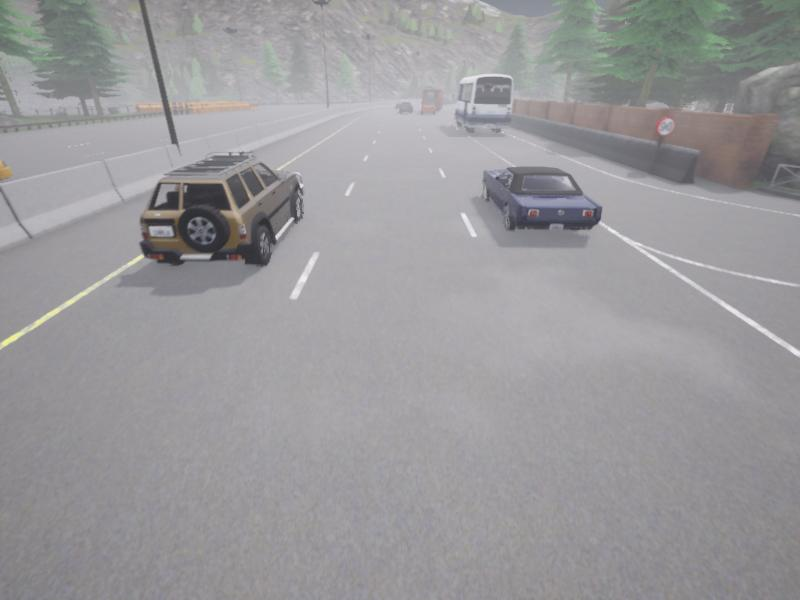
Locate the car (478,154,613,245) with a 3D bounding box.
[{"bbox_3d":[3.515,-2.916,10.793,1.895,1.301,4.718,0,28,0],"label":"car"}]

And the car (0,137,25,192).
[{"bbox_3d":[-13.983,-3.477,11.228,1.801,1.575,5.366,0,28,0],"label":"car"}]

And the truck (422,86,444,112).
[{"bbox_3d":[5.805,-35.100,69.870,2.891,3.827,8.468,5,28,9],"label":"truck"}]

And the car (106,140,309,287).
[{"bbox_3d":[-3.481,-2.125,8.517,1.932,1.855,4.605,1,28,0],"label":"car"}]

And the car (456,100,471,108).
[{"bbox_3d":[13.838,-42.374,86.536,2.163,1.488,4.792,9,29,17],"label":"car"}]

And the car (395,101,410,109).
[{"bbox_3d":[0.529,-38.282,78.611,1.895,1.301,4.718,7,28,12],"label":"car"}]

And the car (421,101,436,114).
[{"bbox_3d":[4.445,-29.809,61.900,2.097,1.767,4.553,3,28,5],"label":"car"}]

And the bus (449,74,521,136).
[{"bbox_3d":[6.960,-17.221,35.124,3.944,4.253,10.273,1,28,0],"label":"bus"}]

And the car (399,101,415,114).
[{"bbox_3d":[1.084,-30.484,63.286,2.033,1.649,4.856,3,28,5],"label":"car"}]

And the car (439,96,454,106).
[{"bbox_3d":[11.618,-49.270,99.121,2.150,2.045,5.566,11,29,20],"label":"car"}]
